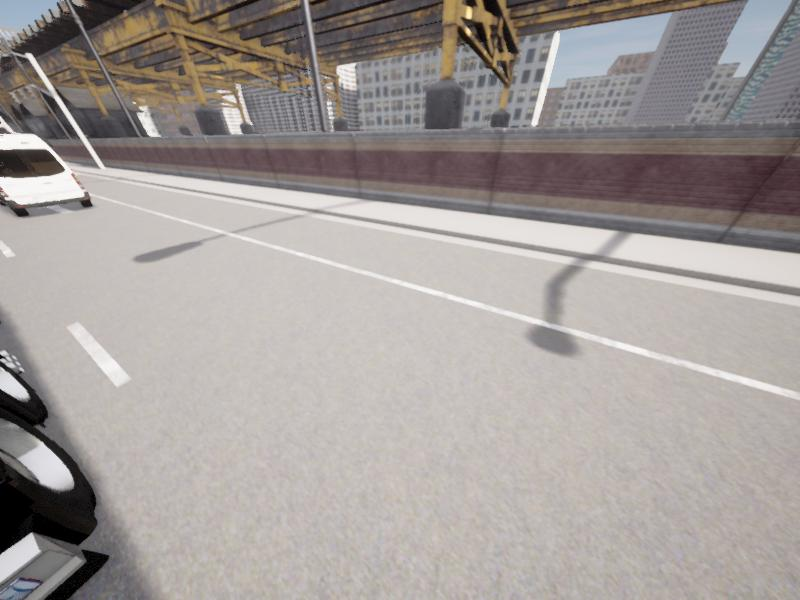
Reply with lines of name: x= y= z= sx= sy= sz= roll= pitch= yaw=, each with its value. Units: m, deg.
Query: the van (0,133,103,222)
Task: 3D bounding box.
van: x=-15.483 y=-5.168 z=9.423 sx=5.915 sy=2.561 sz=1.988 roll=18 pitch=39 yaw=24

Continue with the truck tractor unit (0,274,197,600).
truck tractor unit: x=-5.125 y=-0.285 z=0.792 sx=6.516 sy=4.208 sz=3.053 roll=17 pitch=37 yaw=24

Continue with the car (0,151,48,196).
car: x=-22.425 y=-7.126 z=12.895 sx=3.866 sy=1.878 sz=1.905 roll=18 pitch=39 yaw=24
